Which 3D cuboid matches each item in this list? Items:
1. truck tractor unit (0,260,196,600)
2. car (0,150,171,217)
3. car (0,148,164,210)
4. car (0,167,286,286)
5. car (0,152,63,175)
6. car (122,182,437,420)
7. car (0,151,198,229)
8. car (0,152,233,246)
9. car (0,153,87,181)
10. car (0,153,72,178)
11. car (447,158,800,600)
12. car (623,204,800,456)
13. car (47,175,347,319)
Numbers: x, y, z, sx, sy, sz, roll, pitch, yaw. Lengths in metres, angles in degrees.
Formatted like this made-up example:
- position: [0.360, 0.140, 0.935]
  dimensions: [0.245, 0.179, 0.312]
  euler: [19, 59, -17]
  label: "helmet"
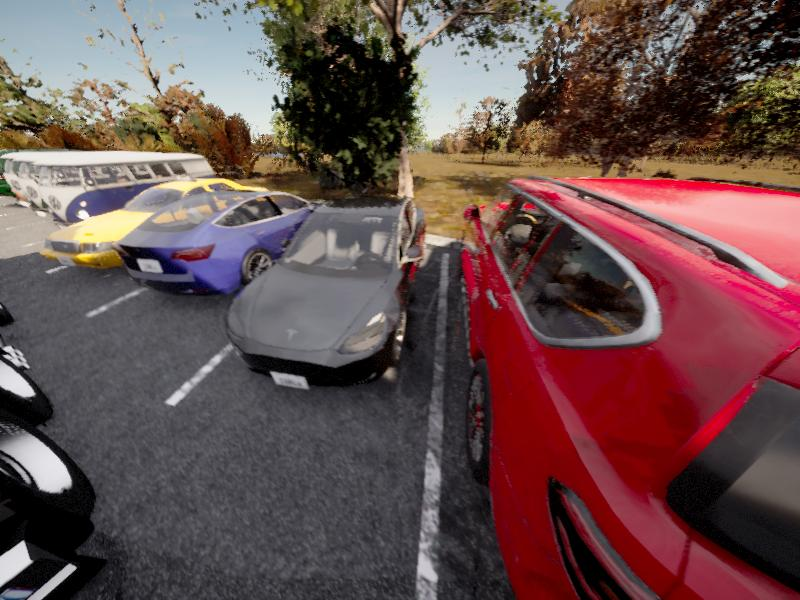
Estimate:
- position: [-5.107, -0.301, 0.799]
  dimensions: [6.516, 4.208, 3.053]
  euler: [18, 39, 25]
  label: "truck tractor unit"
- position: [-13.488, -5.267, 10.022]
  dimensions: [1.878, 1.987, 4.442]
  euler: [6, 35, 9]
  label: "car"
- position: [-16.030, -6.218, 11.378]
  dimensions: [2.435, 2.045, 5.566]
  euler: [6, 35, 9]
  label: "car"
- position: [-5.806, -2.499, 6.341]
  dimensions: [1.946, 1.575, 5.366]
  euler: [6, 35, 9]
  label: "car"
- position: [-35.403, -12.425, 20.967]
  dimensions: [2.231, 1.521, 4.892]
  euler: [6, 35, 9]
  label: "car"
- position: [-0.646, -0.863, 3.989]
  dimensions: [2.163, 1.488, 4.792]
  euler: [6, 35, 8]
  label: "car"
- position: [-10.922, -4.419, 8.773]
  dimensions: [1.878, 1.987, 4.442]
  euler: [6, 35, 9]
  label: "car"
- position: [-8.355, -3.571, 7.523]
  dimensions: [1.878, 1.987, 4.442]
  euler: [6, 35, 9]
  label: "car"
- position: [-29.535, -10.587, 18.255]
  dimensions: [1.946, 1.575, 5.366]
  euler: [6, 34, 9]
  label: "car"
- position: [-32.488, -11.448, 19.530]
  dimensions: [2.231, 1.521, 4.892]
  euler: [6, 35, 9]
  label: "car"
- position: [1.922, -0.281, 2.632]
  dimensions: [2.435, 2.045, 5.566]
  euler: [6, 34, 9]
  label: "car"
- position: [4.458, 0.886, 1.356]
  dimensions: [1.946, 1.575, 5.366]
  euler: [6, 35, 8]
  label: "car"
- position: [-3.207, -1.744, 5.287]
  dimensions: [2.163, 1.488, 4.792]
  euler: [6, 34, 9]
  label: "car"
